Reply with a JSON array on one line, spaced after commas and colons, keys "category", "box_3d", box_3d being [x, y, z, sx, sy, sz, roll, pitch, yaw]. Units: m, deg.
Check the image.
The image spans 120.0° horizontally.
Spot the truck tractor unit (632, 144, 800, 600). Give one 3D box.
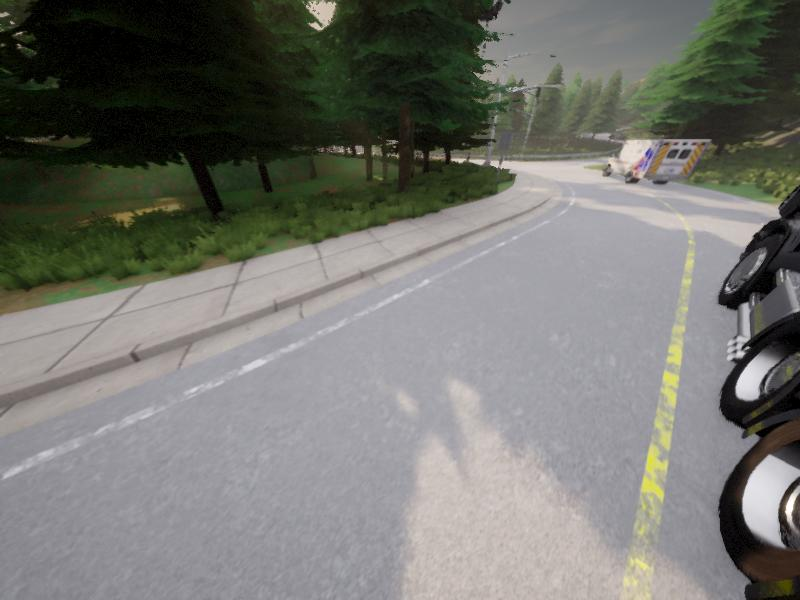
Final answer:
[{"category": "truck tractor unit", "box_3d": [4.891, -0.475, 1.040, 6.516, 4.208, 3.053, -26, 43, -33]}]

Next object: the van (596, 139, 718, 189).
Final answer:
[{"category": "van", "box_3d": [16.751, -9.536, 15.878, 2.351, 2.431, 6.366, 8, 35, 12]}]
